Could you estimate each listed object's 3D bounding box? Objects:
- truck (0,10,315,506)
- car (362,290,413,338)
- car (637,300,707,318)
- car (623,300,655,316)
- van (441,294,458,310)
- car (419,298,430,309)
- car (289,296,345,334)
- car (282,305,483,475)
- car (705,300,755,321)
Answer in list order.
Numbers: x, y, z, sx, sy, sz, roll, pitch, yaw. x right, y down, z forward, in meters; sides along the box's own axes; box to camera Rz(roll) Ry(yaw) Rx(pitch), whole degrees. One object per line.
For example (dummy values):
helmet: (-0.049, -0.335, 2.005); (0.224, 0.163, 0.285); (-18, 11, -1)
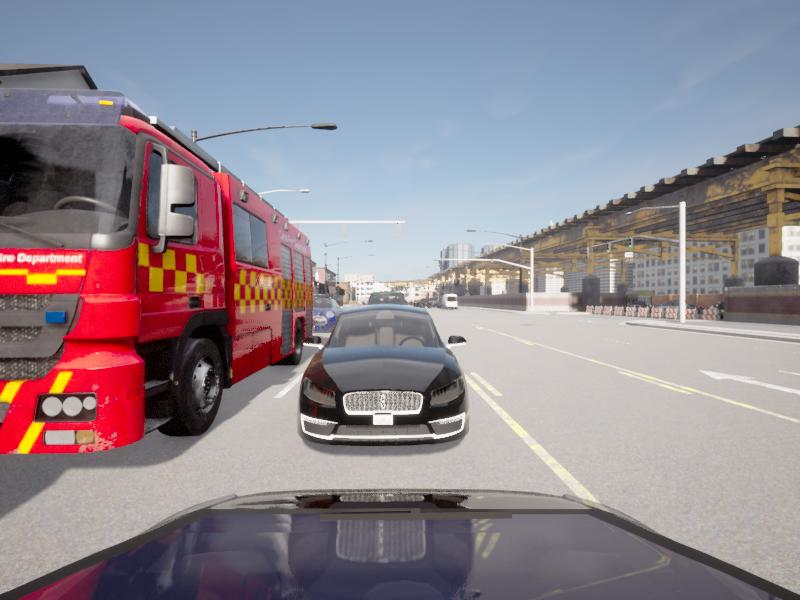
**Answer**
truck: (-3.763, -0.320, 7.296); (2.891, 3.827, 8.468); (0, 0, -2)
car: (-0.652, 0.561, 19.950); (2.150, 2.045, 5.566); (0, 1, -2)
car: (25.288, 0.796, 37.368); (2.038, 1.542, 4.974); (0, 0, -38)
car: (25.138, 0.796, 41.974); (2.038, 1.542, 4.974); (0, 0, 42)
van: (8.392, 0.322, 68.592); (1.988, 2.561, 5.915); (0, 0, -2)
car: (4.656, 0.656, 76.271); (1.905, 1.878, 3.866); (0, 0, -2)
car: (-4.168, 0.693, 20.770); (2.097, 1.767, 4.553); (0, 0, -2)
car: (-0.220, 0.845, 6.104); (1.837, 1.490, 4.892); (0, 0, -2)
car: (26.240, 0.796, 32.028); (2.038, 1.542, 4.974); (0, 0, 27)
